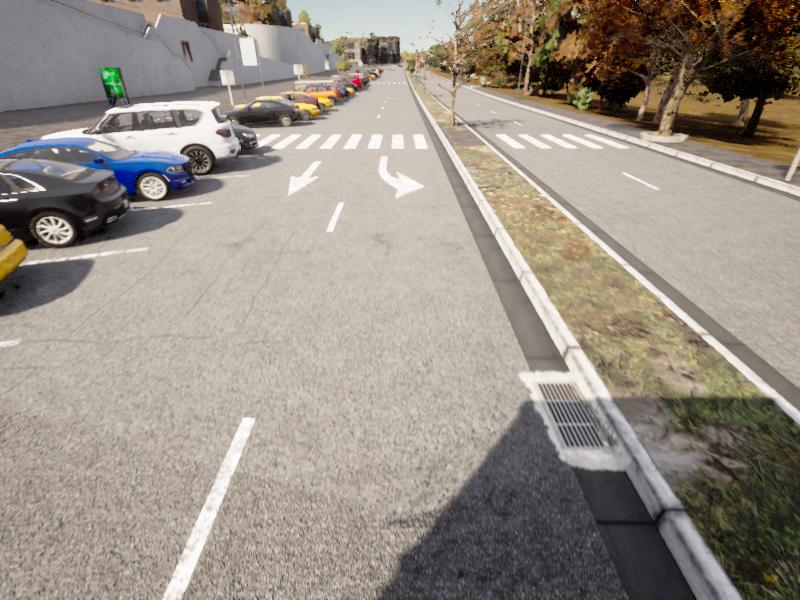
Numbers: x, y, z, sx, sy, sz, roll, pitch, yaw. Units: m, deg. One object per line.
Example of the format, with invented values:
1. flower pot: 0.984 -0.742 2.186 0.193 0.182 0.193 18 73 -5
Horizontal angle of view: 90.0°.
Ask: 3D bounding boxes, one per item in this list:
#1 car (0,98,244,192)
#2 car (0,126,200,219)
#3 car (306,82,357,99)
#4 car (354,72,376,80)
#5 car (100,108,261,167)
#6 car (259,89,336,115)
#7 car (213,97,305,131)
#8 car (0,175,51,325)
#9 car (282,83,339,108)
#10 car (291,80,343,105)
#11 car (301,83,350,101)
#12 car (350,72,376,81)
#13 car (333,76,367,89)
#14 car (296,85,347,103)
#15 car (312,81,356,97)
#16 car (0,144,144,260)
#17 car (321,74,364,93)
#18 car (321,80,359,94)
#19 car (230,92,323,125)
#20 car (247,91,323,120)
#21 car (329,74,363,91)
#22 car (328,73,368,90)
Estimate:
1. car: -8.098 -5.036 12.609 5.566 2.045 2.435 -11 32 -17
2. car: -8.075 -3.325 10.175 5.008 1.535 2.097 -11 32 -17
3. car: -7.900 -24.326 46.354 5.366 1.575 1.946 -11 32 -17
4. car: -8.081 -51.806 92.594 4.674 1.452 2.002 -11 32 -17
5. car: -8.079 -6.327 15.331 4.892 1.521 2.231 -11 31 -17
6. car: -7.897 -15.324 30.870 5.366 1.575 1.946 -11 31 -17
7. car: -8.066 -10.779 23.084 4.674 1.452 2.002 -11 32 -17
8. car: -8.242 -0.281 4.966 5.366 1.575 1.946 -11 32 -17
9. car: -8.044 -18.384 35.927 4.553 1.767 2.185 -11 32 -17
10. car: -7.967 -19.989 38.495 4.442 1.987 1.878 -11 31 -17
11. car: -8.098 -22.741 43.726 4.792 1.488 2.163 -11 32 -17
12. car: -8.248 -50.262 89.936 5.366 1.575 1.946 -11 33 -17
13. car: -8.068 -34.946 64.262 4.892 1.521 2.231 -11 33 -17
14. car: -8.067 -21.235 41.163 4.674 1.452 2.002 -11 32 -17
15. car: -8.045 -25.780 48.895 4.792 1.488 2.163 -11 32 -17
16. car: -8.062 -1.818 7.598 4.892 1.521 2.231 -11 32 -17
17. car: -8.103 -30.572 56.433 5.566 2.045 2.435 -11 32 -17
18. car: -8.069 -28.805 54.027 4.674 1.452 2.002 -11 32 -17
19. car: -7.897 -12.344 25.700 5.366 1.575 1.946 -11 31 -17
20. car: -8.097 -13.764 28.234 4.792 1.488 2.163 -11 32 -17
21. car: -7.968 -32.109 59.060 4.442 1.987 1.878 -11 32 -17
22. car: -8.052 -33.643 61.583 5.566 2.045 2.435 -11 32 -17
